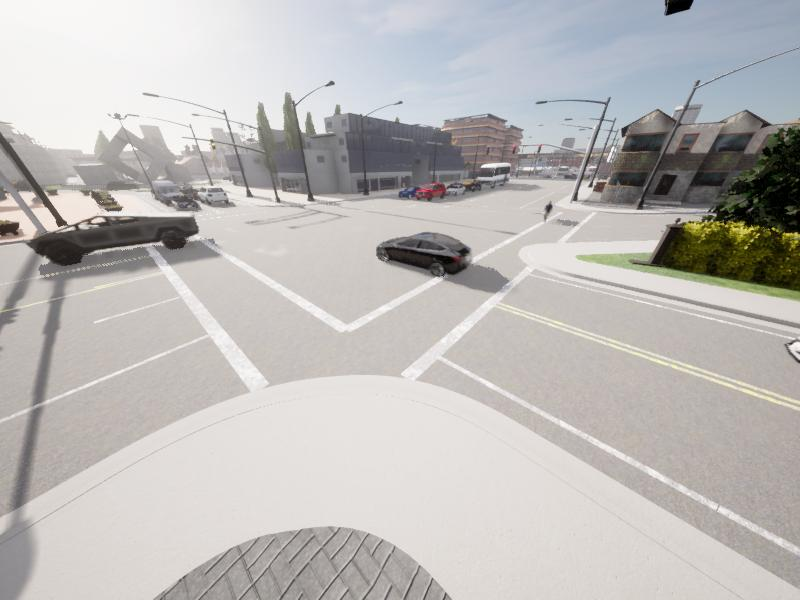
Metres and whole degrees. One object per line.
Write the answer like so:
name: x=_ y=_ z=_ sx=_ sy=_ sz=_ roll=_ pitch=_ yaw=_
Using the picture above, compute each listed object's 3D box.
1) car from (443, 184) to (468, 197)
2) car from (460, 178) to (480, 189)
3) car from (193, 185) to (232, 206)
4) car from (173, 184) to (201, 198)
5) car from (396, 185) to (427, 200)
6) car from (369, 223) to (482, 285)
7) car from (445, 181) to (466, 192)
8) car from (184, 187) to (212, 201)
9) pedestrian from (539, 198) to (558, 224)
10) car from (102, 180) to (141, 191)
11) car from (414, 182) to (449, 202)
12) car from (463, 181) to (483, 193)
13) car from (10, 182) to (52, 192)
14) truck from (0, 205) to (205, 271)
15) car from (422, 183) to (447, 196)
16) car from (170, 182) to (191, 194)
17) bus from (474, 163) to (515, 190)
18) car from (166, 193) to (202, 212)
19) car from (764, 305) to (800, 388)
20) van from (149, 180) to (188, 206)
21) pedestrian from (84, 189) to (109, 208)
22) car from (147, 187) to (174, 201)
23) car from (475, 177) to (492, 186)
car: x=9.175 y=-18.068 z=37.952 sx=1.812 sy=1.442 sz=4.674 roll=23 pitch=38 yaw=34
car: x=14.715 y=-24.380 z=48.283 sx=1.882 sy=1.535 sz=5.008 roll=23 pitch=39 yaw=34
car: x=-24.089 y=-13.486 z=29.622 sx=5.566 sy=2.045 sz=2.150 roll=23 pitch=37 yaw=34
car: x=-34.663 y=-17.825 z=37.543 sx=5.238 sy=1.638 sz=1.930 roll=23 pitch=37 yaw=34
car: x=1.789 y=-16.373 z=35.030 sx=1.882 sy=1.535 sz=5.008 roll=22 pitch=37 yaw=34
car: x=1.043 y=-2.424 z=11.050 sx=4.792 sy=1.488 sz=2.163 roll=21 pitch=36 yaw=31
car: x=10.656 y=-21.736 z=44.166 sx=1.994 sy=1.385 sz=4.181 roll=24 pitch=39 yaw=35
car: x=-29.555 y=-15.560 z=33.787 sx=4.193 sy=1.474 sz=1.816 roll=23 pitch=37 yaw=34
pedestrian: x=12.185 y=-7.306 z=19.022 sx=0.751 sy=1.860 sz=0.751 roll=21 pitch=36 yaw=32
car: x=-57.286 y=-23.779 z=47.702 sx=4.553 sy=1.767 sz=2.097 roll=-18 pitch=35 yaw=-29
car: x=4.495 y=-15.481 z=32.969 sx=2.150 sy=2.045 sz=5.566 roll=23 pitch=37 yaw=34
car: x=13.383 y=-20.697 z=42.256 sx=1.816 sy=1.474 sz=4.193 roll=23 pitch=38 yaw=34
car: x=-71.699 y=-22.010 z=44.930 sx=4.892 sy=1.490 sz=1.837 roll=3 pitch=30 yaw=5
truck: x=-15.103 y=-3.716 z=12.737 sx=6.274 sy=2.098 sz=2.390 roll=-21 pitch=36 yaw=-32
car: x=5.948 y=-18.877 z=39.331 sx=1.837 sy=1.490 sz=4.892 roll=22 pitch=38 yaw=34
car: x=-39.723 y=-20.263 z=41.765 sx=1.930 sy=1.638 sz=5.238 roll=-26 pitch=39 yaw=-37
bus: x=19.637 y=-25.762 z=47.774 sx=3.944 sy=4.253 sz=10.273 roll=23 pitch=39 yaw=34
car: x=-24.281 y=-11.043 z=25.962 sx=4.193 sy=1.474 sz=1.816 roll=23 pitch=37 yaw=34
car: x=11.172 y=1.679 z=3.892 sx=4.902 sy=1.511 sz=2.128 roll=23 pitch=37 yaw=34
van: x=-29.986 y=-13.922 z=29.886 sx=5.915 sy=2.561 sz=1.988 roll=23 pitch=37 yaw=34
pedestrian: x=-34.120 y=-11.468 z=26.014 sx=0.751 sy=1.860 sz=0.751 roll=1 pitch=30 yaw=2
car: x=-35.140 y=-15.621 z=33.838 sx=3.633 sy=1.501 sz=1.845 roll=22 pitch=37 yaw=33
car: x=19.038 y=-27.106 z=52.717 sx=1.812 sy=1.442 sz=4.674 roll=23 pitch=39 yaw=34
